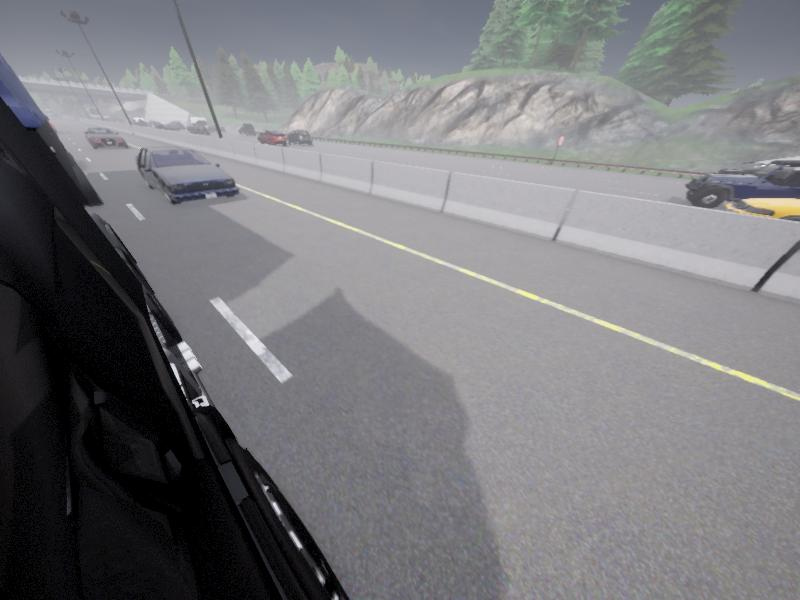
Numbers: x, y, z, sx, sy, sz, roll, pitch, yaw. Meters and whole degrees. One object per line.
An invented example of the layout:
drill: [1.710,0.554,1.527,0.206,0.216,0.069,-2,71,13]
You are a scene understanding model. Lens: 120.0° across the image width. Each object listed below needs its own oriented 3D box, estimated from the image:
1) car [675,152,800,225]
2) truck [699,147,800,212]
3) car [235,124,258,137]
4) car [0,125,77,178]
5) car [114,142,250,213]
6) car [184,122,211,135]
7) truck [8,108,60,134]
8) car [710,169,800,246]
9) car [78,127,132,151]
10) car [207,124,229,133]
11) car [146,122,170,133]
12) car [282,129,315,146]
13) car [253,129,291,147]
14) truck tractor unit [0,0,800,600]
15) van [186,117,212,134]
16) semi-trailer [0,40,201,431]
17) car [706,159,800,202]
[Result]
car: [13.762,-4.245,8.682,3.866,1.878,1.905,28,43,30]
truck: [17.900,-4.859,9.594,6.274,2.098,2.390,28,43,30]
car: [-29.165,-32.375,44.021,3.866,1.878,1.905,28,43,30]
car: [-17.365,-7.021,10.714,4.856,1.649,2.033,28,43,30]
car: [-7.851,-4.600,8.231,5.357,1.411,2.033,28,43,30]
car: [-36.333,-30.690,41.381,4.553,1.767,2.097,28,43,30]
truck: [-47.472,-23.277,30.099,5.204,2.467,2.627,28,43,30]
car: [12.575,-2.028,5.872,5.366,1.575,1.801,28,43,30]
car: [-24.042,-13.151,18.800,4.181,1.385,1.994,28,43,30]
car: [-40.861,-38.400,51.757,4.902,1.511,2.128,28,43,30]
car: [-46.653,-33.324,44.512,4.974,1.542,2.038,27,43,30]
car: [-13.209,-21.107,30.028,3.988,1.617,1.851,28,43,30]
car: [-15.283,-19.322,27.555,4.514,1.525,2.007,30,44,32]
truck tractor unit: [-2.645,-0.295,0.351,6.516,4.208,3.053,28,44,30]
van: [-42.480,-36.965,48.854,5.915,2.561,1.988,28,43,30]
semi-trailer: [-8.703,-3.581,4.253,14.254,4.402,2.717,28,43,30]
car: [20.162,-6.137,11.956,4.902,1.511,2.128,28,43,30]
